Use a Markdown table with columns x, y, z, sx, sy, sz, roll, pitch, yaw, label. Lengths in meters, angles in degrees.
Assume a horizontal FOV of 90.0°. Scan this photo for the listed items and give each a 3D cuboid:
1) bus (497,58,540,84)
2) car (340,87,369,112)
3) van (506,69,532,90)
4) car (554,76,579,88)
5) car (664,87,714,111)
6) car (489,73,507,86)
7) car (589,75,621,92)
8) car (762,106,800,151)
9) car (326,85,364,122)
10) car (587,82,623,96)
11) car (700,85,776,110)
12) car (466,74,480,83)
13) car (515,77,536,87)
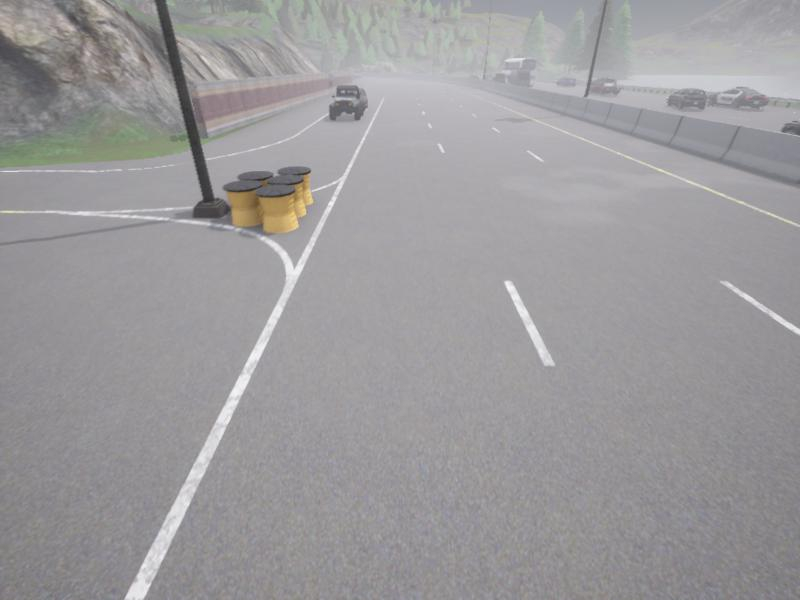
| x | y | z | sx | sy | sz | roll | pitch | yaw | label |
| --- | --- | --- | --- | --- | --- | --- | --- | --- | --- |
| 23.077 | -45.053 | 78.738 | 3.944 | 4.253 | 10.273 | -4 | 31 | -7 | bus |
| -3.494 | -15.797 | 31.437 | 1.789 | 1.549 | 3.705 | 0 | 30 | 0 | car |
| 17.512 | -32.616 | 59.157 | 1.988 | 2.561 | 5.915 | 0 | 30 | 0 | van |
| 27.893 | -36.618 | 67.108 | 2.007 | 1.525 | 4.514 | -1 | 30 | -2 | car |
| 23.510 | -16.510 | 32.740 | 1.816 | 1.474 | 4.193 | 7 | 31 | 12 | car |
| 17.190 | -38.625 | 70.121 | 1.905 | 1.878 | 3.866 | -2 | 30 | -3 | car |
| 27.990 | -29.680 | 54.841 | 1.932 | 1.855 | 4.605 | 0 | 30 | 0 | car |
| 17.502 | -6.533 | 15.660 | 2.128 | 1.511 | 4.902 | 0 | 30 | 0 | car |
| -3.495 | -12.964 | 26.264 | 1.905 | 1.878 | 3.866 | 0 | 30 | 0 | car |
| 24.507 | -25.369 | 48.045 | 1.895 | 1.301 | 4.718 | 0 | 30 | 0 | car |
| 27.987 | -16.913 | 33.379 | 2.038 | 1.542 | 4.974 | 0 | 31 | 0 | car |
| 15.296 | -46.699 | 84.211 | 1.789 | 1.549 | 3.705 | -5 | 31 | -9 | car |
| 20.896 | -36.475 | 67.009 | 1.895 | 1.301 | 4.718 | -1 | 30 | -2 | car |
